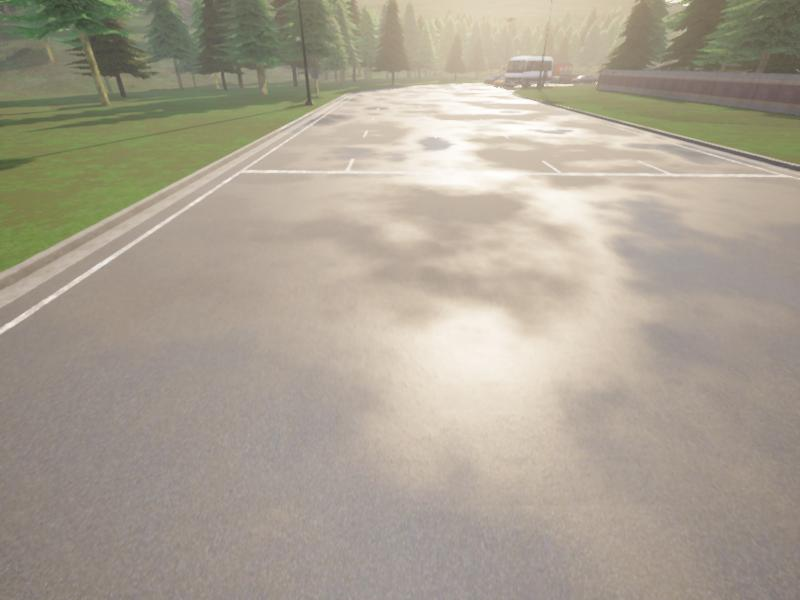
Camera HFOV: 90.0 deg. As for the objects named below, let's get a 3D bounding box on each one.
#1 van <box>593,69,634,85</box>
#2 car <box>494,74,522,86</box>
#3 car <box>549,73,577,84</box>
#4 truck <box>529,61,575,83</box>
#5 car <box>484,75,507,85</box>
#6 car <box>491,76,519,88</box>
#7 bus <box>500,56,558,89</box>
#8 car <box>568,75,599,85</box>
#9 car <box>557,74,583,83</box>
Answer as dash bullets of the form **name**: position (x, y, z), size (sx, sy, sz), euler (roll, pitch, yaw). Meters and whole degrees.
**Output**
- **van**: position (38.603, -40.303, 72.375), size (6.366, 2.431, 2.351), euler (-12, 32, -19)
- **car**: position (19.161, -38.923, 70.793), size (4.856, 1.649, 2.033), euler (-23, 37, -34)
- **car**: position (31.136, -42.365, 76.445), size (4.605, 1.855, 1.932), euler (-14, 33, -22)
- **truck**: position (31.269, -47.068, 82.537), size (8.468, 3.827, 2.891), euler (-12, 32, -19)
- **car**: position (17.609, -40.473, 73.597), size (4.193, 1.474, 1.816), euler (-23, 37, -34)
- **car**: position (17.106, -35.560, 65.154), size (1.801, 1.575, 5.366), euler (24, 38, 35)
- **bus**: position (20.437, -35.862, 62.984), size (3.944, 4.253, 10.273), euler (24, 38, 35)
- **car**: position (34.093, -40.909, 74.356), size (4.792, 1.488, 2.163), euler (-12, 32, -19)
- **car**: position (34.317, -44.734, 80.907), size (4.514, 1.525, 2.007), euler (-12, 32, -19)
